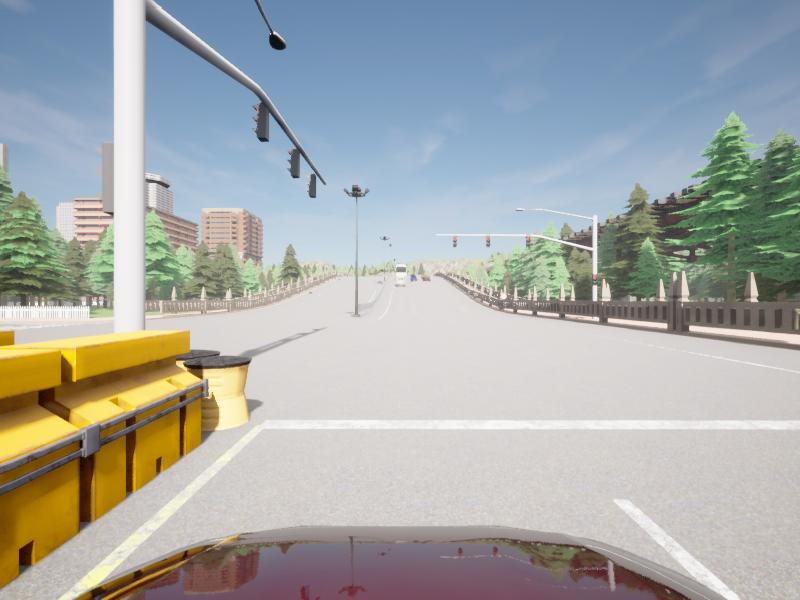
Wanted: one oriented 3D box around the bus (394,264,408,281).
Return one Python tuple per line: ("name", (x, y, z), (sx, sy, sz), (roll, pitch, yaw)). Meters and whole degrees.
("bus", (0.254, -8.236, 118.089), (3.944, 4.253, 10.273), (0, 7, 0))
